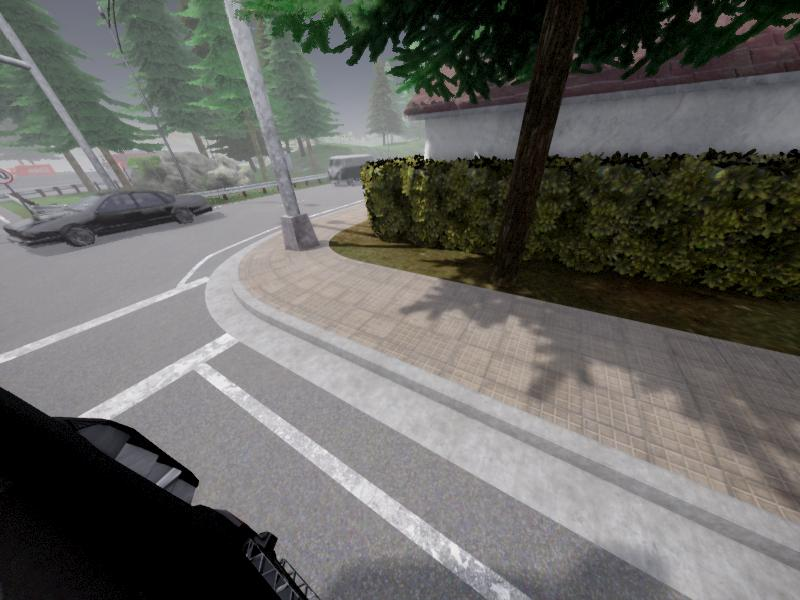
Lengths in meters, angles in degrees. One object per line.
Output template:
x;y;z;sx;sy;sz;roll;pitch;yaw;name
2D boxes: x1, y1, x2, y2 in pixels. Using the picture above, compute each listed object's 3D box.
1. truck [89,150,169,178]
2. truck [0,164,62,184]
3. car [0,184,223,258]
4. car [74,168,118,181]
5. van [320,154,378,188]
-50.166;-25.594;43.213;2.891;3.827;8.468;16;38;26;truck
-61.852;-21.132;38.623;2.627;2.467;5.204;16;38;26;truck
-10.269;-3.297;8.678;2.033;1.411;5.357;11;34;20;car
-50.066;-20.793;38.109;1.970;1.475;3.806;16;38;26;car
-3.855;-10.318;18.323;1.775;1.987;4.442;16;38;26;van
